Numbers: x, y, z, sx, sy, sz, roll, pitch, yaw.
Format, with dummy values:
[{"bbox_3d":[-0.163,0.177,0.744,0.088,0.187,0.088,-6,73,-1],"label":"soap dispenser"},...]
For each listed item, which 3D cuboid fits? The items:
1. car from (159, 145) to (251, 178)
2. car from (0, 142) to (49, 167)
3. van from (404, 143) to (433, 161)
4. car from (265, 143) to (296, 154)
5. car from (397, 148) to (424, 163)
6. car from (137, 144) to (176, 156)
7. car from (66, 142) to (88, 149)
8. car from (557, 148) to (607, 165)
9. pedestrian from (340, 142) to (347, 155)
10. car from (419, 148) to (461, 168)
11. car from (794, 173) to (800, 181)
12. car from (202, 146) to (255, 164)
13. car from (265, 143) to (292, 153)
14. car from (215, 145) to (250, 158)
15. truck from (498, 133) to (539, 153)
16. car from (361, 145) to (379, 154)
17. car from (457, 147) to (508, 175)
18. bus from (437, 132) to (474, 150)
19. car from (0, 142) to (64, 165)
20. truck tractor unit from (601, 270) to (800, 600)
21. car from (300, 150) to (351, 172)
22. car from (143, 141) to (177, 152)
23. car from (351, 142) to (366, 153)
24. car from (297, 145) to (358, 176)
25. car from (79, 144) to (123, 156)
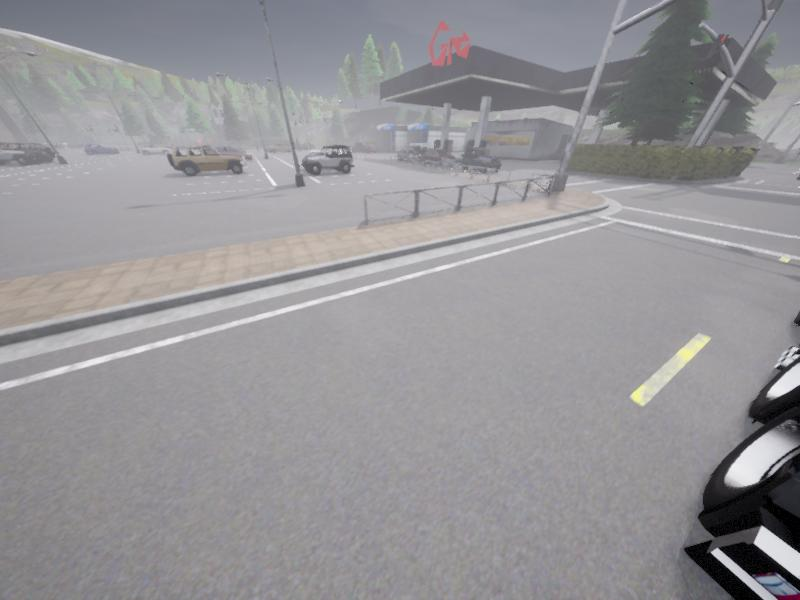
[{"bbox_3d":[-13.973,-10.319,17.031,4.605,1.855,1.932,-17,39,-24],"label":"car"},{"bbox_3d":[-36.905,-13.572,21.456,3.866,1.878,1.905,-17,39,-24],"label":"car"},{"bbox_3d":[2.682,-22.093,34.338,2.069,2.038,4.480,-17,38,-23],"label":"van"},{"bbox_3d":[-23.255,-29.626,45.107,5.027,1.636,2.152,-17,39,-24],"label":"car"},{"bbox_3d":[1.311,-19.133,30.567,1.970,1.475,3.806,-17,38,-23],"label":"car"},{"bbox_3d":[-39.645,-24.553,37.755,3.806,1.475,1.970,-17,39,-24],"label":"car"},{"bbox_3d":[-82.434,-39.516,58.978,1.845,1.501,3.633,-17,39,-24],"label":"car"},{"bbox_3d":[24.490,-19.529,31.301,2.242,1.667,4.611,-17,39,-24],"label":"car"},{"bbox_3d":[-9.548,-25.622,39.148,0.751,1.860,0.751,-18,39,-24],"label":"pedestrian"},{"bbox_3d":[4.349,-16.015,25.981,2.033,1.649,4.856,-17,38,-23],"label":"car"},{"bbox_3d":[32.131,-9.782,17.271,4.674,1.442,1.812,-17,37,-24],"label":"car"},{"bbox_3d":[-19.399,-16.594,26.352,4.514,1.523,2.007,-17,39,-24],"label":"car"},{"bbox_3d":[-24.823,-31.177,47.338,4.514,1.523,2.007,-17,39,-24],"label":"car"},{"bbox_3d":[-24.213,-21.598,33.538,3.633,1.501,1.845,-17,39,-24],"label":"car"},{"bbox_3d":[29.434,-39.513,58.064,2.891,3.827,8.468,-17,38,-23],"label":"truck"},{"bbox_3d":[-6.301,-31.289,47.926,2.007,1.525,4.514,-17,38,-23],"label":"car"},{"bbox_3d":[7.448,-12.877,21.269,1.905,1.878,3.866,-17,38,-23],"label":"car"},{"bbox_3d":[16.450,-48.227,70.095,3.944,4.253,10.273,-25,42,-32],"label":"bus"},{"bbox_3d":[-38.676,-14.899,23.384,4.605,1.855,1.932,-17,39,-24],"label":"car"},{"bbox_3d":[5.120,-0.292,0.771,6.516,4.208,3.053,-18,39,-24],"label":"truck tractor unit"},{"bbox_3d":[-6.579,-12.440,20.610,3.806,1.475,1.970,-17,39,-24],"label":"car"},{"bbox_3d":[-52.789,-33.877,50.906,4.605,1.855,1.932,-18,39,-24],"label":"car"},{"bbox_3d":[-9.420,-34.708,52.493,1.905,1.878,3.866,-17,39,-23],"label":"car"},{"bbox_3d":[-5.498,-10.839,17.822,3.866,1.878,1.905,-17,39,-24],"label":"car"},{"bbox_3d":[-47.579,-24.027,36.906,3.633,1.501,1.845,-17,39,-24],"label":"car"}]
